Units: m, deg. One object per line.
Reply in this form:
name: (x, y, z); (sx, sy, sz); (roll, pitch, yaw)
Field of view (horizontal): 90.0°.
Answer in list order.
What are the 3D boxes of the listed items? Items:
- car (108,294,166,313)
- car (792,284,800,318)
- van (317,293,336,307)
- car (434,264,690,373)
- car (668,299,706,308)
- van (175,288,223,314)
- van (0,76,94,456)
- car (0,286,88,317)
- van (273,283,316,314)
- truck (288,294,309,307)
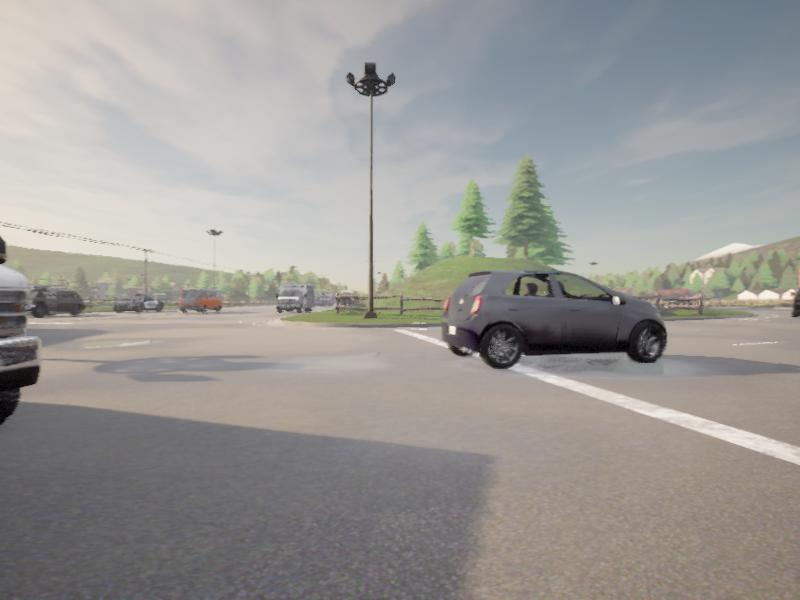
car: (-23.130, 0.310, 35.425); (2.038, 1.542, 4.974); (0, 0, -2)
car: (26.483, 0.072, 25.443); (2.150, 2.045, 5.566); (1, 1, 45)
van: (-12.955, -0.027, 70.962); (2.351, 2.431, 6.366); (0, 0, -2)
car: (2.592, 0.253, 6.807); (3.633, 1.501, 1.845); (0, 0, -13)
car: (44.972, 0.528, 62.856); (2.033, 1.411, 5.357); (0, 0, -3)
van: (-15.986, 0.080, 32.081); (1.775, 1.987, 4.442); (0, 0, -2)
van: (-5.772, -0.216, 2.972); (6.366, 2.431, 2.351); (0, 0, 18)
car: (-22.732, 0.111, 25.679); (1.932, 1.855, 4.605); (0, -1, -3)
van: (-9.107, -0.124, 35.104); (2.351, 2.431, 6.366); (0, 0, -2)
truck: (-17.517, 0.130, 69.359); (2.390, 2.098, 6.274); (0, 0, -2)
